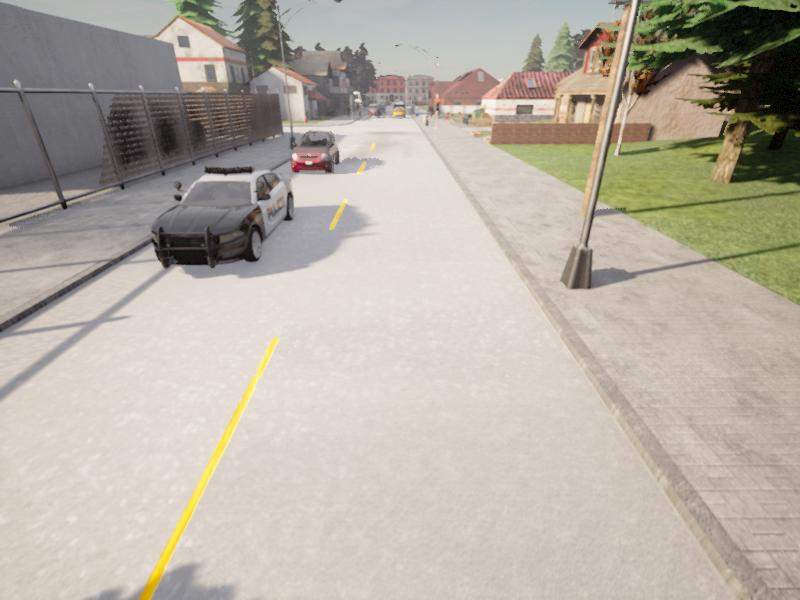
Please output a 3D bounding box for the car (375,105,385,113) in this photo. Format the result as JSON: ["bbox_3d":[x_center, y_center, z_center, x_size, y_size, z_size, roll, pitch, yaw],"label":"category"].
[{"bbox_3d":[-4.084,-39.301,82.384,1.994,1.385,4.181,0,27,0],"label":"car"}]

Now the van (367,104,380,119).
[{"bbox_3d":[-4.067,-29.532,62.513,1.775,1.987,4.442,0,27,-1],"label":"van"}]

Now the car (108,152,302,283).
[{"bbox_3d":[-3.866,-2.227,9.278,1.930,1.638,5.238,0,27,-1],"label":"car"}]

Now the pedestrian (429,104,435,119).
[{"bbox_3d":[4.671,-27.400,58.176,0.751,1.860,0.751,1,27,2],"label":"pedestrian"}]

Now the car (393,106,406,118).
[{"bbox_3d":[-0.052,-30.456,64.821,1.882,1.535,5.008,0,27,1],"label":"car"}]

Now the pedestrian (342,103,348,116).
[{"bbox_3d":[-9.339,-32.263,67.746,0.751,1.860,0.751,-2,27,-3],"label":"pedestrian"}]

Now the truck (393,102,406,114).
[{"bbox_3d":[-0.095,-37.331,77.702,2.390,2.098,6.274,0,27,1],"label":"truck"}]

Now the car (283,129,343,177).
[{"bbox_3d":[-3.844,-6.873,18.438,1.851,1.617,3.988,0,27,-1],"label":"car"}]

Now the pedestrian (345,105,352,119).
[{"bbox_3d":[-7.366,-26.902,57.217,0.751,1.860,0.751,4,27,8],"label":"pedestrian"}]
